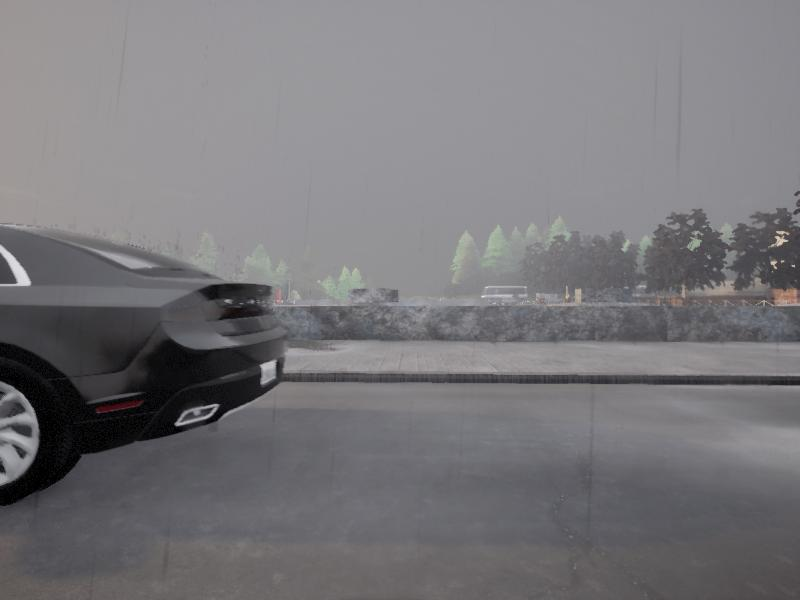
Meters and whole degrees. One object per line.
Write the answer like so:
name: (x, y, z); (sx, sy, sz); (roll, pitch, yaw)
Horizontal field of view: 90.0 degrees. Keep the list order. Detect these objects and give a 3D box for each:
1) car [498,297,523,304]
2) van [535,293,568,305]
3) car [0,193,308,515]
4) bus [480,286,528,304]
car: (24.425, 0.196, 88.398); (4.974, 1.542, 2.038); (0, 0, 2)
van: (33.294, -0.227, 88.105); (6.366, 2.431, 2.351); (0, 0, 2)
car: (-3.324, 0.245, 2.849); (4.892, 1.490, 1.837); (0, 0, 2)
bus: (23.844, -1.139, 92.299); (10.273, 4.253, 3.944); (0, 0, 2)
